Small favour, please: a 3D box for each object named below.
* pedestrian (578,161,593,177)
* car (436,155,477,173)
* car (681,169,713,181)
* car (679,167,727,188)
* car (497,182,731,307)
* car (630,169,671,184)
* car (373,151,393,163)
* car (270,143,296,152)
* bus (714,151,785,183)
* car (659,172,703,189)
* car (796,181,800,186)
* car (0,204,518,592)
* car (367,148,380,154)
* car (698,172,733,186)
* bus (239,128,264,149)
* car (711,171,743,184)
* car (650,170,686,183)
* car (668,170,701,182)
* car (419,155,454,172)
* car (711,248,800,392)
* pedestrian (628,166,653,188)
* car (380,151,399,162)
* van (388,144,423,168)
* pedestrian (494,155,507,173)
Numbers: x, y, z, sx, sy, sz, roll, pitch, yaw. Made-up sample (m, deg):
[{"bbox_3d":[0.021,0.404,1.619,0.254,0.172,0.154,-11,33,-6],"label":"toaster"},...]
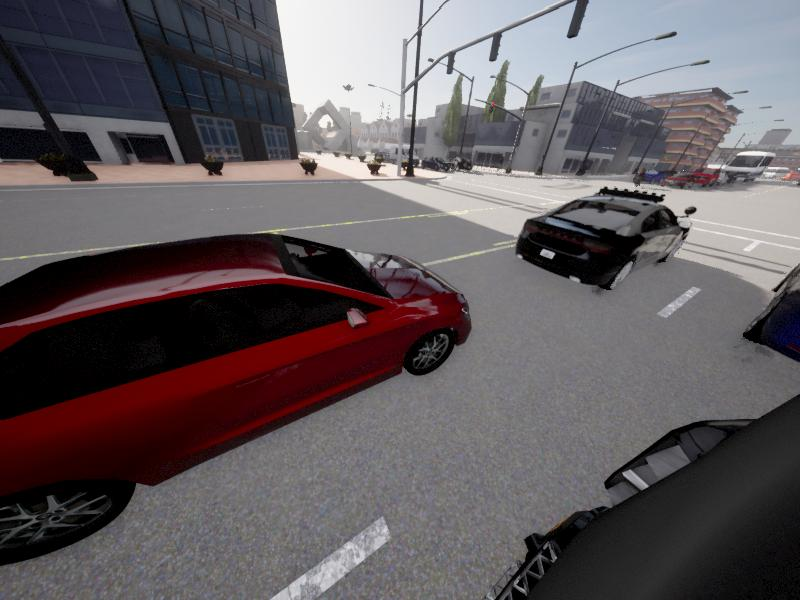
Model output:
[{"bbox_3d":[25.817,-18.285,32.169,0.751,1.860,0.751,-7,35,-16],"label":"pedestrian"},{"bbox_3d":[7.167,-17.591,29.771,1.930,1.638,5.238,-15,37,-26],"label":"car"},{"bbox_3d":[49.762,-21.024,38.728,5.008,1.535,1.882,-17,38,-26],"label":"car"},{"bbox_3d":[38.870,-15.784,29.658,5.566,2.045,2.150,-16,38,-26],"label":"car"},{"bbox_3d":[5.053,-1.694,5.446,5.238,1.638,1.930,-16,38,-26],"label":"car"},{"bbox_3d":[32.373,-15.984,29.840,5.008,1.535,1.882,-16,38,-27],"label":"car"},{"bbox_3d":[-2.808,-23.660,38.155,1.845,1.501,3.633,-16,38,-27],"label":"car"},{"bbox_3d":[-28.641,-37.260,56.476,5.357,1.411,2.033,11,34,10],"label":"car"},{"bbox_3d":[59.331,-22.680,39.285,10.273,4.253,3.944,-17,38,-26],"label":"bus"},{"bbox_3d":[31.772,-13.532,26.137,4.674,1.442,1.812,-16,38,-26],"label":"car"},{"bbox_3d":[64.799,-18.759,36.208,5.008,1.535,1.882,-17,38,-26],"label":"car"},{"bbox_3d":[-1.190,0.152,2.295,4.193,1.474,1.816,-16,38,-26],"label":"car"},{"bbox_3d":[-9.639,-54.736,85.020,4.892,1.490,1.837,28,40,32],"label":"car"},{"bbox_3d":[45.347,-17.415,33.147,4.674,1.442,1.812,-16,38,-26],"label":"car"},{"bbox_3d":[-41.918,-45.922,65.784,3.944,4.253,10.273,-9,35,-19],"label":"bus"},{"bbox_3d":[50.675,-19.007,35.839,4.193,1.474,1.816,-17,38,-26],"label":"car"},{"bbox_3d":[37.962,-17.535,32.740,4.892,1.490,1.837,-16,38,-26],"label":"car"},{"bbox_3d":[44.286,-19.316,35.990,4.181,1.385,1.994,-15,38,-25],"label":"car"},{"bbox_3d":[4.319,-16.609,28.136,1.816,1.474,4.193,-15,38,-26],"label":"car"},{"bbox_3d":[6.982,0.051,3.108,4.792,1.488,2.163,-16,38,-26],"label":"car"},{"bbox_3d":[23.790,-12.164,22.890,0.751,1.860,0.751,11,34,11],"label":"pedestrian"},{"bbox_3d":[-2.038,-26.868,43.188,1.816,1.474,4.193,-14,37,-25],"label":"car"},{"bbox_3d":[0.621,-20.772,33.158,1.988,2.561,5.915,-15,38,-26],"label":"van"},{"bbox_3d":[12.636,-17.085,29.028,0.751,1.860,0.751,-2,34,-8],"label":"pedestrian"}]
